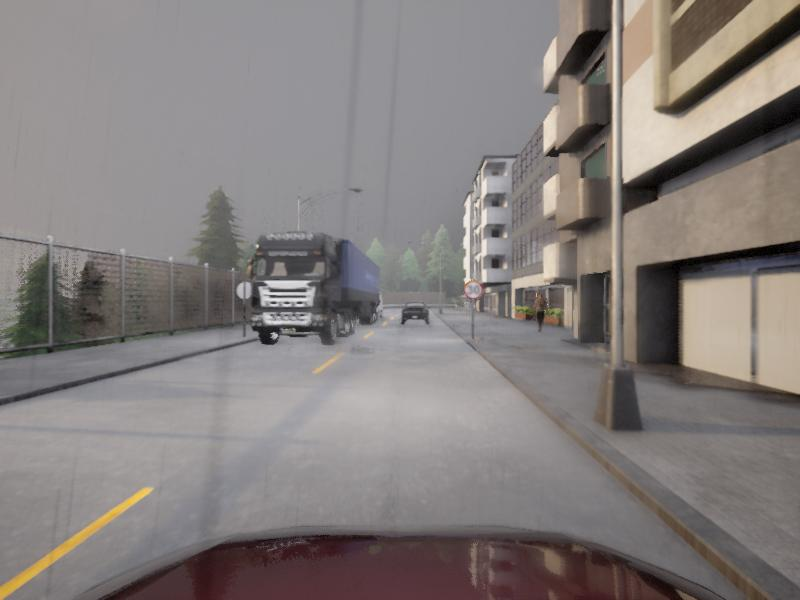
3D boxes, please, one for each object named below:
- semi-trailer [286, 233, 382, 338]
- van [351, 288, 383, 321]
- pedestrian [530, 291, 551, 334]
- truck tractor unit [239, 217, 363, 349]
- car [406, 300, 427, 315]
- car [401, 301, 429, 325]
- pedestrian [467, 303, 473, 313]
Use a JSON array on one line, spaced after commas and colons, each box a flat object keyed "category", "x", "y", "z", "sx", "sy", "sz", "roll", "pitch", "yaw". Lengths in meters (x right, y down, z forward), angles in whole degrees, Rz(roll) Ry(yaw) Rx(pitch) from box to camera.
[{"category": "semi-trailer", "x": -3.113, "y": -0.618, "z": 23.949, "sx": 2.717, "sy": 4.402, "sz": 14.254, "roll": 0, "pitch": 0, "yaw": 3}, {"category": "van", "x": -2.650, "y": 0.327, "z": 33.902, "sx": 1.988, "sy": 2.561, "sz": 5.915, "roll": 0, "pitch": 0, "yaw": 2}, {"category": "pedestrian", "x": 6.242, "y": 0.535, "z": 17.806, "sx": 0.751, "sy": 1.860, "sz": 0.751, "roll": 0, "pitch": 0, "yaw": 12}, {"category": "truck tractor unit", "x": -3.480, "y": -0.521, "z": 16.045, "sx": 3.053, "sy": 4.208, "sz": 6.516, "roll": 0, "pitch": 0, "yaw": 3}, {"category": "car", "x": 1.871, "y": 0.781, "z": 45.160, "sx": 2.152, "sy": 1.651, "sz": 5.027, "roll": 0, "pitch": 0, "yaw": 3}, {"category": "car", "x": 1.084, "y": 0.845, "z": 28.157, "sx": 1.837, "sy": 1.490, "sz": 4.892, "roll": 0, "pitch": 0, "yaw": 3}, {"category": "pedestrian", "x": 8.237, "y": 0.939, "z": 47.118, "sx": 0.500, "sy": 1.100, "sz": 0.500, "roll": 0, "pitch": 0, "yaw": -31}]
